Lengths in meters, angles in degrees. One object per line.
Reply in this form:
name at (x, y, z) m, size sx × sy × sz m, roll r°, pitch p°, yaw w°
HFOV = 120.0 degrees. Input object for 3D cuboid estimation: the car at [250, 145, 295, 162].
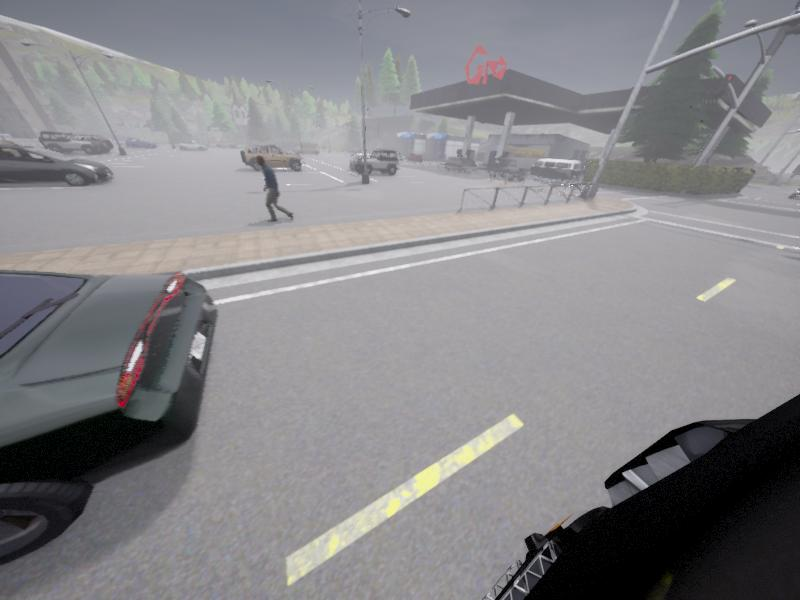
car at (-15.669, -18.037, 28.498) m, size 4.514 × 1.523 × 2.007 m, roll -15°, pitch 37°, yaw -25°

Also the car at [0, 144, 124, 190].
car at (-15.967, -5.785, 10.030) m, size 4.514 × 1.523 × 2.007 m, roll -15°, pitch 37°, yaw -25°

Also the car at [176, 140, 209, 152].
car at (-35.683, -26.562, 39.901) m, size 3.806 × 1.475 × 1.970 m, roll -15°, pitch 37°, yaw -25°

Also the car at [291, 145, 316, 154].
car at (-20.697, -32.371, 49.753) m, size 4.514 × 1.523 × 2.007 m, roll -15°, pitch 37°, yaw -25°

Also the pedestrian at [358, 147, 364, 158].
pedestrian at (-7.541, -28.493, 44.602) m, size 0.751 × 1.860 × 0.751 m, roll -14°, pitch 37°, yaw -24°

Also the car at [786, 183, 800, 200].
car at (35.626, -9.337, 19.707) m, size 4.674 × 1.442 × 1.812 m, roll -14°, pitch 36°, yaw -25°

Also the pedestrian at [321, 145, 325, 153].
pedestrian at (-20.895, -41.257, 63.033) m, size 0.751 × 1.860 × 0.751 m, roll -6°, pitch 35°, yaw -14°

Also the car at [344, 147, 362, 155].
car at (-13.296, -42.138, 65.352) m, size 4.792 × 1.488 × 2.163 m, roll 20°, pitch 37°, yaw 23°

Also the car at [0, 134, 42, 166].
car at (-27.207, -9.309, 14.181) m, size 5.027 × 1.636 × 2.152 m, roll -15°, pitch 37°, yaw -25°

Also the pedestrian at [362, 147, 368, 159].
pedestrian at (-6.530, -27.393, 43.025) m, size 0.751 × 1.860 × 0.751 m, roll -14°, pitch 37°, yaw -24°

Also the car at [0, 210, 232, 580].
car at (-4.043, 0.798, 1.052) m, size 4.974 × 1.542 × 2.038 m, roll -15°, pitch 37°, yaw -24°

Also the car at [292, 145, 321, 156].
car at (-19.171, -30.806, 47.502) m, size 5.027 × 1.636 × 2.152 m, roll -15°, pitch 37°, yaw -25°

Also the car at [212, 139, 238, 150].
car at (-42.373, -37.778, 56.120) m, size 4.605 × 1.855 × 1.932 m, roll -15°, pitch 38°, yaw -25°

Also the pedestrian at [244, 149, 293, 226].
pedestrian at (-3.681, -3.178, 6.593) m, size 0.751 × 1.860 × 0.751 m, roll -11°, pitch 36°, yaw -21°

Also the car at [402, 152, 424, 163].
car at (2.434, -26.694, 43.305) m, size 2.007 × 1.525 × 4.514 m, roll -14°, pitch 37°, yaw -24°

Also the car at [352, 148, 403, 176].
car at (-1.933, -11.908, 19.961) m, size 3.866 × 1.878 × 1.905 m, roll -15°, pitch 37°, yaw -25°

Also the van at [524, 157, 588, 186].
van at (15.364, -12.877, 23.068) m, size 2.069 × 2.038 × 4.480 m, roll -14°, pitch 37°, yaw -24°

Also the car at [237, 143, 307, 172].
car at (-10.413, -11.750, 19.087) m, size 4.605 × 1.855 × 1.932 m, roll -15°, pitch 37°, yaw -25°

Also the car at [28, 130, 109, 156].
car at (-33.236, -15.834, 23.388) m, size 3.866 × 1.878 × 1.905 m, roll -15°, pitch 37°, yaw -25°

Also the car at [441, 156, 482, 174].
car at (7.599, -16.982, 29.001) m, size 2.033 × 1.649 × 4.856 m, roll -14°, pitch 37°, yaw -24°

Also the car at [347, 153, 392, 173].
car at (-2.975, -13.491, 22.775) m, size 3.806 × 1.475 × 1.970 m, roll -15°, pitch 37°, yaw -25°

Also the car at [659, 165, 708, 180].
car at (47.969, -21.714, 39.178) m, size 2.097 × 1.767 × 4.553 m, roll -14°, pitch 37°, yaw -24°

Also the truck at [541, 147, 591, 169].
truck at (38.372, -33.187, 53.850) m, size 2.891 × 3.827 × 8.468 m, roll -14°, pitch 37°, yaw -24°

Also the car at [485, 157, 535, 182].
car at (11.052, -13.344, 23.563) m, size 1.905 × 1.878 × 3.866 m, roll -14°, pitch 37°, yaw -24°

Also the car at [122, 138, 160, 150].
car at (-43.624, -26.378, 38.973) m, size 3.633 × 1.501 × 1.845 m, roll -15°, pitch 37°, yaw -25°

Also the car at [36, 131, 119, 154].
car at (-34.970, -17.190, 25.329) m, size 4.605 × 1.855 × 1.932 m, roll -15°, pitch 37°, yaw -25°

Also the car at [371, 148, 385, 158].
car at (-5.212, -35.160, 55.115) m, size 1.905 × 1.878 × 3.866 m, roll -14°, pitch 37°, yaw -24°

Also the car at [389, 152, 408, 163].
car at (-0.326, -25.523, 41.369) m, size 1.970 × 1.475 × 3.806 m, roll -14°, pitch 37°, yaw -24°
